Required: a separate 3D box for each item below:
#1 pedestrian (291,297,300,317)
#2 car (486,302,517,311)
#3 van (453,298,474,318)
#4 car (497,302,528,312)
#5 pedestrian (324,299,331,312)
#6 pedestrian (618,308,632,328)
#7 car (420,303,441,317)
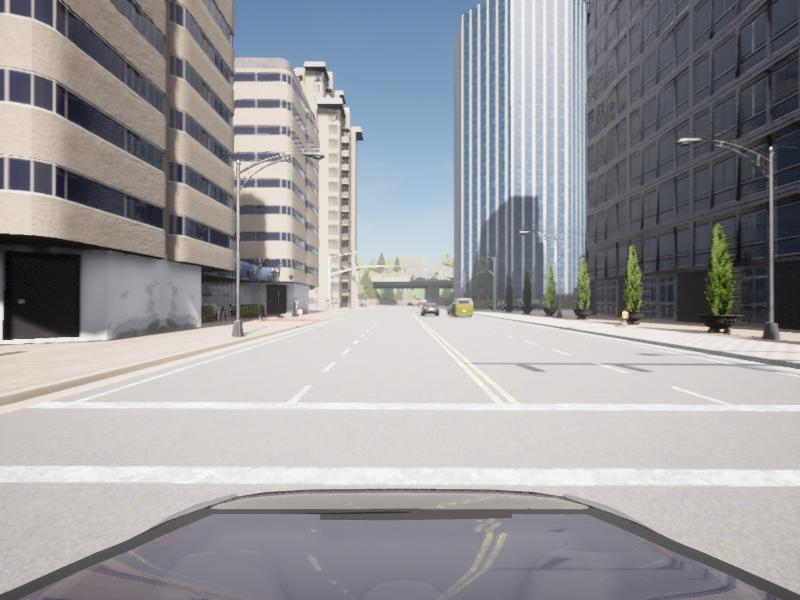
[{"bbox_3d":[-10.102,0.684,38.717,0.751,1.860,0.751,0,0,-4],"label":"pedestrian"},{"bbox_3d":[18.714,1.133,73.913,5.238,1.638,1.930,0,0,-1],"label":"car"},{"bbox_3d":[6.584,0.823,42.131,1.775,1.987,4.442,0,0,4],"label":"van"},{"bbox_3d":[18.730,1.089,66.901,4.611,1.667,2.242,0,0,0],"label":"car"},{"bbox_3d":[-9.833,0.746,54.182,0.751,1.860,0.751,0,0,-1],"label":"pedestrian"},{"bbox_3d":[12.928,1.016,22.965,0.500,1.100,0.500,0,0,-1],"label":"pedestrian"},{"bbox_3d":[3.398,1.063,45.346,2.007,1.525,4.514,0,0,0],"label":"car"}]
